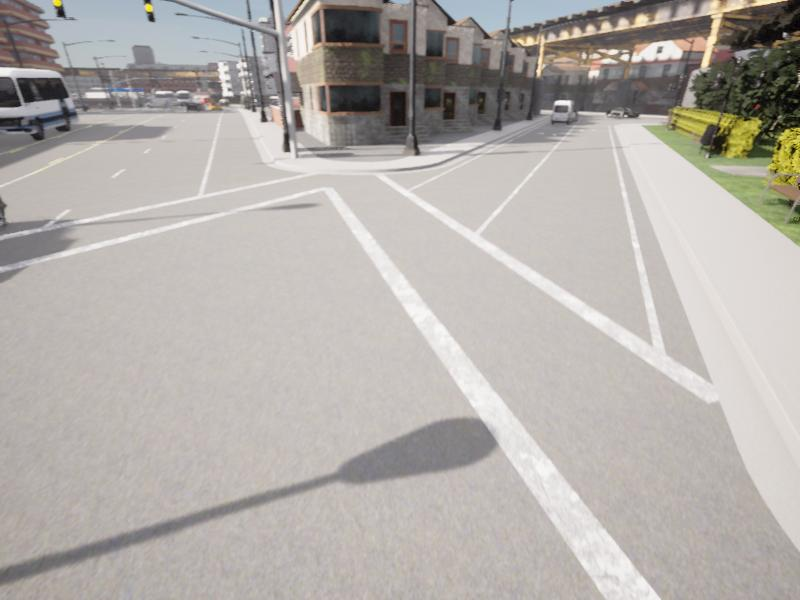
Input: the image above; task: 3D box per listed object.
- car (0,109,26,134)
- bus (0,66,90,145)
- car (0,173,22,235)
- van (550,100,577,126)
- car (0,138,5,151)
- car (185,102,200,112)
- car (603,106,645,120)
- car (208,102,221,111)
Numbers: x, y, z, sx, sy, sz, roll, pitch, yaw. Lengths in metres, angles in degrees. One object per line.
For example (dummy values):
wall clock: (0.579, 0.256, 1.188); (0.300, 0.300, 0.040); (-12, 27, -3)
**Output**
car: (-31.002, -13.631, 30.540); (1.812, 1.442, 4.674); (-9, 30, -18)
bus: (-26.396, -13.920, 28.236); (3.944, 4.253, 10.273); (-10, 30, -18)
car: (-10.199, -1.518, 8.165); (1.895, 1.301, 4.718); (-10, 29, -18)
van: (19.573, -22.438, 47.848); (1.988, 2.561, 5.915); (12, 30, 23)
car: (-23.119, -8.356, 20.920); (1.816, 1.474, 4.193); (-10, 30, -18)
car: (-37.203, -34.673, 71.829); (1.882, 1.535, 5.008); (-10, 28, -18)
car: (33.132, -27.814, 59.379); (1.930, 1.638, 5.238); (-10, 29, -18)
car: (-36.017, -37.664, 77.919); (1.882, 1.535, 5.008); (-10, 28, -18)
